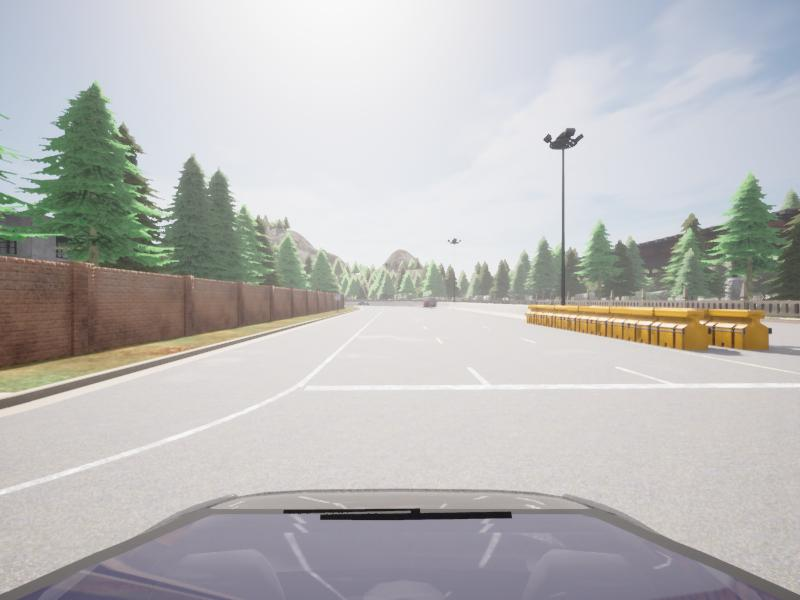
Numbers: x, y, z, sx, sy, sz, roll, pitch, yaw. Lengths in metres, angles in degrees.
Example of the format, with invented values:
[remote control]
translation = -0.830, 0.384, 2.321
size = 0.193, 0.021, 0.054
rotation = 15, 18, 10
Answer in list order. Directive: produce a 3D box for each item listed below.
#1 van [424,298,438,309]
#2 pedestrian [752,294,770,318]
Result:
[van]
translation = 5.550, 0.598, 73.258
size = 1.775, 1.987, 4.442
rotation = 0, 0, -6
[pedestrian]
translation = 29.058, 0.485, 32.237
size = 0.751, 1.860, 0.751
rotation = 0, 0, -1
